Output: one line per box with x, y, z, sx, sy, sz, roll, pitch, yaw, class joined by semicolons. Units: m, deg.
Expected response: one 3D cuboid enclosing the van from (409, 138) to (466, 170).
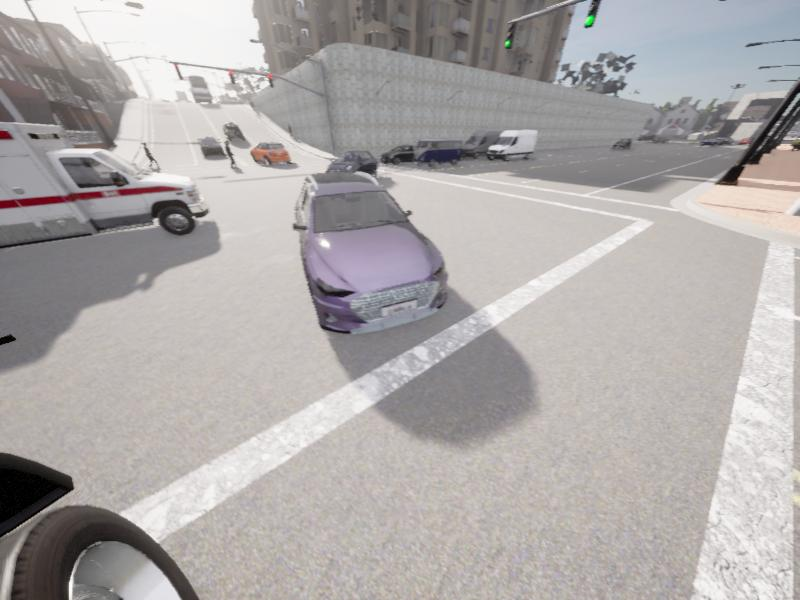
3.034;-12.022;18.899;4.442;1.987;1.775;-24;42;-29;van

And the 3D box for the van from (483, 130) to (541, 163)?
11.546;-15.890;23.792;5.915;2.561;1.988;-23;41;-28;van

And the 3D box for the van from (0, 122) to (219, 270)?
-8.408;-2.367;5.094;6.366;2.431;2.351;-23;41;-28;van

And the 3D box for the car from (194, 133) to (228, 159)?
-20.082;-16.413;24.473;1.930;1.638;5.238;-23;47;-29;car

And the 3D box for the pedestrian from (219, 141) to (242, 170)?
-12.990;-11.094;17.723;0.751;1.860;0.751;-27;44;-32;pedestrian

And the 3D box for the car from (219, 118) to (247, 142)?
-22.927;-23.288;31.684;1.932;1.855;4.605;-23;52;-28;car

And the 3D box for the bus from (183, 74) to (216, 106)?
-44.679;-46.507;51.501;3.944;4.253;10.273;-23;42;-29;bus

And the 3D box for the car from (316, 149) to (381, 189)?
-2.642;-7.388;12.847;1.845;1.501;3.633;11;37;15;car

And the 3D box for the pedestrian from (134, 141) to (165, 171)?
-18.387;-10.604;17.020;0.751;1.860;0.751;-22;41;-28;pedestrian

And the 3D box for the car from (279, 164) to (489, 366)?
-0.931;-1.410;4.424;2.033;1.649;4.856;-14;37;-18;car

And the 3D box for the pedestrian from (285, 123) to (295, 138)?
-16.386;-25.283;34.486;0.751;1.860;0.751;-26;43;-32;pedestrian

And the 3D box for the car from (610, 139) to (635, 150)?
38.440;-26.860;39.849;3.705;1.549;1.789;-23;42;-28;car

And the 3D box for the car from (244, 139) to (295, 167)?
-12.003;-13.593;21.231;4.553;1.767;2.097;30;46;33;car

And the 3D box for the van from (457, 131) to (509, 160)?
9.342;-17.474;26.007;5.915;2.561;1.988;-23;42;-28;van

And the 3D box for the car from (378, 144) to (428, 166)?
0.298;-13.233;21.037;4.193;1.474;1.816;-22;41;-28;car

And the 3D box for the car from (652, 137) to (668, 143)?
79.192;-48.876;70.432;1.801;1.575;5.366;20;40;26;car

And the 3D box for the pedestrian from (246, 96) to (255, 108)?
-30.519;-40.392;47.167;0.751;1.860;0.751;-24;42;-29;pedestrian

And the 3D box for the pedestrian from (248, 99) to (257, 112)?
-28.463;-37.519;44.625;0.751;1.860;0.751;-25;43;-31;pedestrian
